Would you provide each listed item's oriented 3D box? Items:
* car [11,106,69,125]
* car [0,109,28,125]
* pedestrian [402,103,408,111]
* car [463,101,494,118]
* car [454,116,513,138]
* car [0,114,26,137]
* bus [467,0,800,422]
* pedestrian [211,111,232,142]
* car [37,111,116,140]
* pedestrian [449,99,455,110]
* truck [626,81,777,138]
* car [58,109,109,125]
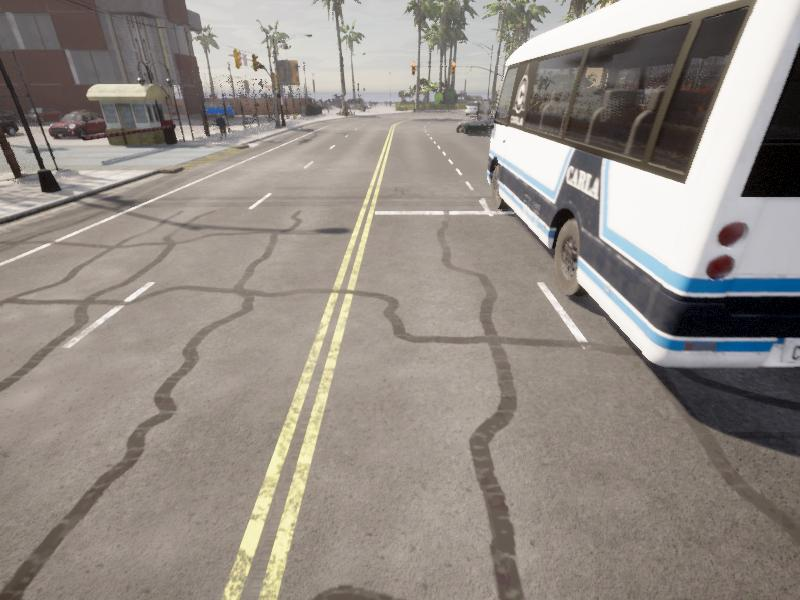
[{"bbox_3d":[-40.898,-21.117,45.616,2.185,1.767,4.553,0,27,0],"label":"car"},{"bbox_3d":[-45.958,-20.905,45.759,2.161,1.482,4.786,0,27,0],"label":"car"},{"bbox_3d":[0.927,-36.134,75.009,0.751,1.300,0.751,24,36,38],"label":"pedestrian"},{"bbox_3d":[11.813,-28.590,59.882,2.150,2.045,5.566,18,32,31],"label":"car"},{"bbox_3d":[6.731,-14.099,32.480,4.181,1.385,1.994,21,34,35],"label":"car"},{"bbox_3d":[-32.159,-13.317,30.703,2.097,1.535,5.008,0,27,0],"label":"car"},{"bbox_3d":[4.123,-2.982,7.737,3.944,4.253,10.273,0,27,1],"label":"bus"},{"bbox_3d":[-12.054,-11.781,27.121,0.751,1.860,0.751,-1,27,-2],"label":"pedestrian"},{"bbox_3d":[-24.560,-13.451,30.660,2.185,1.767,4.553,0,27,0],"label":"car"},{"bbox_3d":[10.582,-39.795,81.476,0.751,1.860,0.751,-18,32,-31],"label":"pedestrian"},{"bbox_3d":[22.983,-14.781,31.060,8.468,3.827,2.891,0,27,0],"label":"truck"},{"bbox_3d":[-35.952,-20.960,45.656,2.002,1.452,4.674,0,27,0],"label":"car"}]
